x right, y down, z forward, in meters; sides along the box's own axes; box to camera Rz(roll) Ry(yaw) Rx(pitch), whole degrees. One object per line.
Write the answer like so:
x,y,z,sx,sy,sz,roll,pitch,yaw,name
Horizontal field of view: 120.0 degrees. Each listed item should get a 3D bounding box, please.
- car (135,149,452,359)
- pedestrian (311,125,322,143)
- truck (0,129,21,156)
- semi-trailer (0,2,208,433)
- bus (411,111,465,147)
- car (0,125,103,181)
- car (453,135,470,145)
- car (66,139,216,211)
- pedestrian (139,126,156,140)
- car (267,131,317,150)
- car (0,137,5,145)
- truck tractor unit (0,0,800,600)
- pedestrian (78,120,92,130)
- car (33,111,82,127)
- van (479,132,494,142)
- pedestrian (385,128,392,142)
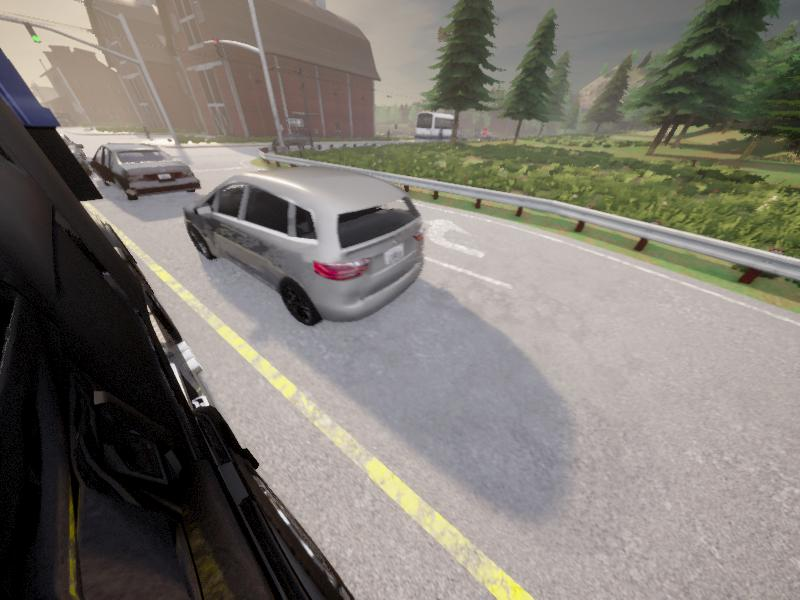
-1.833,-1.369,3.981,4.611,1.667,2.242,25,42,27,car
-10.861,-21.686,30.182,0.751,1.860,0.751,25,42,27,pedestrian
-24.938,-9.755,13.050,5.204,2.467,2.627,24,42,27,truck
-9.104,-3.296,3.777,14.254,4.402,2.717,23,42,25,semi-trailer
6.519,-28.412,38.628,3.944,4.253,10.273,26,42,27,bus
-15.161,-6.402,10.006,4.902,1.511,2.128,30,40,31,car
12.138,-31.588,45.526,1.845,1.501,3.633,25,42,27,car
-9.085,-4.605,8.066,5.357,1.411,2.033,25,42,27,car
-24.634,-16.285,22.539,0.500,1.100,0.500,7,37,5,pedestrian
-11.284,-16.933,24.495,1.994,1.385,4.181,25,42,27,car
-31.593,-12.393,17.035,4.181,1.385,1.994,25,42,27,car
-2.645,-0.295,0.351,6.516,4.208,3.053,28,44,30,truck tractor unit
-44.387,-24.672,32.533,0.500,1.100,0.500,6,37,4,pedestrian
-55.415,-29.350,37.472,3.866,1.878,1.905,-4,43,-6,car
23.422,-44.003,62.470,2.069,2.038,4.480,26,42,27,van
-1.953,-28.125,39.390,0.751,1.860,0.751,21,40,23,pedestrian
